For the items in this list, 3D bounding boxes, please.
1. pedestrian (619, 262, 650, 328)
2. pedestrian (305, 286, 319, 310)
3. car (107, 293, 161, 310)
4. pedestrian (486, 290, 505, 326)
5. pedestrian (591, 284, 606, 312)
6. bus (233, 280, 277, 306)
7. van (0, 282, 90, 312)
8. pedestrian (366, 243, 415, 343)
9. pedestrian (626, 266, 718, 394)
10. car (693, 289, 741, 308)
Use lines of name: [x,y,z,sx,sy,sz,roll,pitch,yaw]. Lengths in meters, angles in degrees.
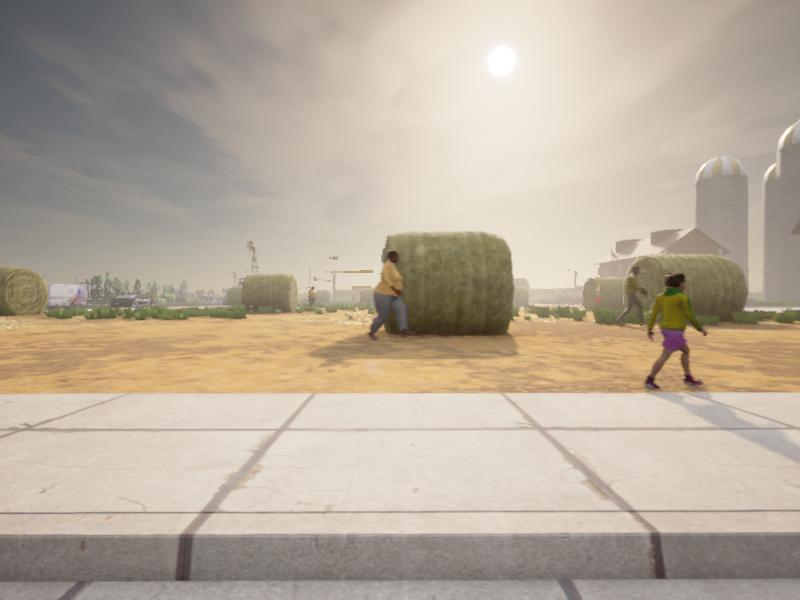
pedestrian: [6.917,-0.148,11.815,0.751,1.860,0.751,0,0,30]
pedestrian: [-6.731,-0.143,30.628,0.751,1.860,0.751,0,0,40]
car: [-27.314,0.156,41.370,1.930,1.638,5.238,0,0,3]
pedestrian: [2.957,0.234,12.350,0.500,1.100,0.500,0,0,20]
pedestrian: [13.412,-0.154,27.042,0.751,1.860,0.751,0,0,38]
bus: [-26.060,-1.156,72.566,3.944,4.253,10.273,0,0,3]
van: [-31.086,-0.235,35.307,2.351,2.431,6.366,0,0,3]
pedestrian: [-0.178,-0.132,7.947,0.751,1.860,0.751,0,0,22]
pedestrian: [2.507,0.260,3.724,0.500,1.100,0.500,0,0,-5]
car: [35.598,-0.166,44.949,1.905,1.878,3.866,-8,4,-44]
